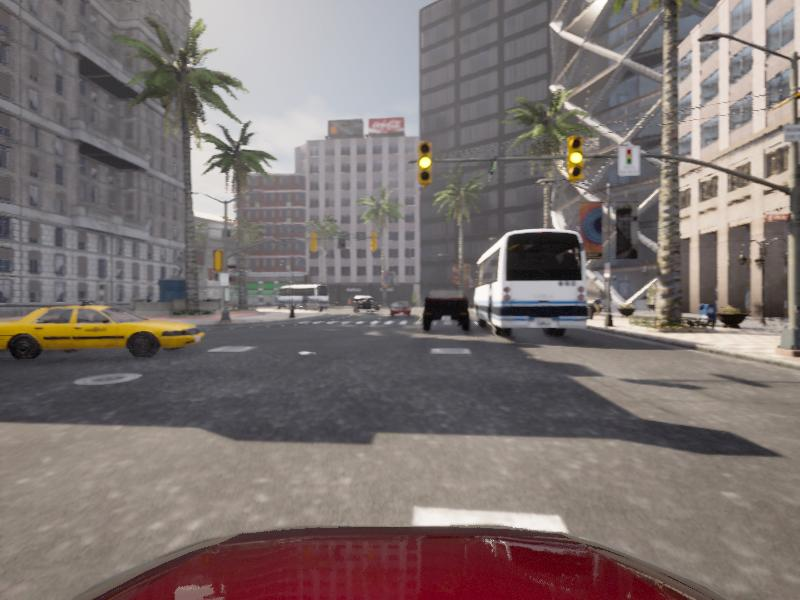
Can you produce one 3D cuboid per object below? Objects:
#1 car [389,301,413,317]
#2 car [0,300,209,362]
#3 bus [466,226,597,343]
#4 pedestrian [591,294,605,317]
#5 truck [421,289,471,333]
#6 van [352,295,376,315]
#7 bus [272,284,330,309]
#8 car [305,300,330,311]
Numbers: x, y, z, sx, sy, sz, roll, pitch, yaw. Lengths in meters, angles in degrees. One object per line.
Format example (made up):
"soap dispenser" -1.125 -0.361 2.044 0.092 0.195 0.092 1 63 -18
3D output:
"car" 0.058 0.826 38.548 2.163 1.488 4.792 0 0 -1
"car" -8.617 0.809 11.465 5.366 1.575 1.801 0 0 -6
"bus" 5.648 -0.557 19.793 3.944 4.253 10.273 0 0 5
"pedestrian" 15.708 0.437 31.804 0.751 1.860 0.751 0 0 1
"truck" 2.507 0.523 22.240 2.390 2.098 6.274 0 0 6
"van" -4.119 0.552 45.062 2.069 2.038 4.480 0 0 -15
"bus" -17.904 -0.551 72.358 10.273 4.253 3.944 0 0 30
"car" -12.369 0.809 59.693 3.633 1.501 1.845 0 0 43
